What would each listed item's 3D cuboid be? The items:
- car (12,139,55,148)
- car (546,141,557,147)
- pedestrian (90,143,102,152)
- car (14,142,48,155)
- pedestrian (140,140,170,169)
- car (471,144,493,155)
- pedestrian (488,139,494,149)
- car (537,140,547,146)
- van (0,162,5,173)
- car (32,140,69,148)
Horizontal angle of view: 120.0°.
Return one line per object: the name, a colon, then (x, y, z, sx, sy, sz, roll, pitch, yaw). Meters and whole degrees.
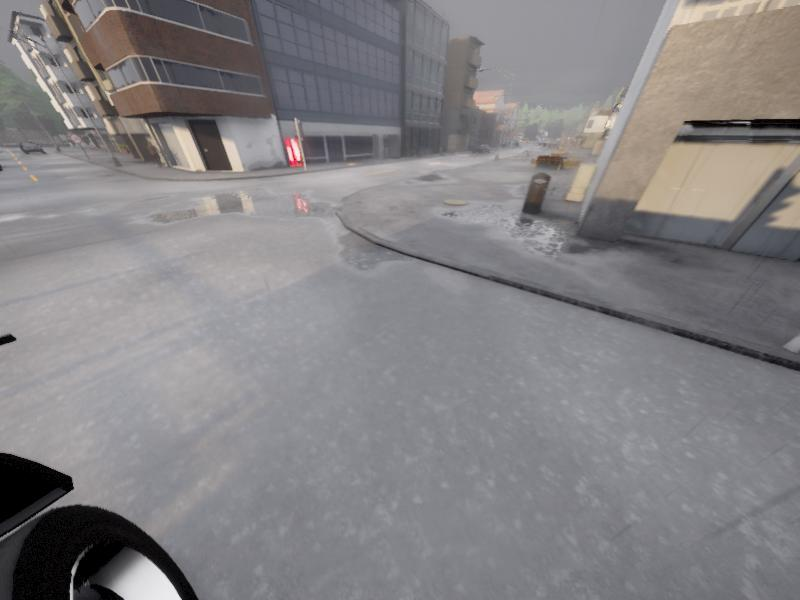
car: (-82.103, -35.182, 51.876, 1.812, 1.442, 4.674, 6, 35, 9)
car: (46.303, -47.649, 70.493, 1.801, 1.575, 5.366, 22, 41, 28)
pedestrian: (-48.314, -24.215, 36.715, 0.500, 1.100, 0.500, -12, 37, -17)
car: (-54.403, -22.425, 34.053, 5.357, 1.411, 2.033, 22, 41, 28)
pedestrian: (-18.894, -11.252, 17.857, 0.751, 1.860, 0.751, 22, 41, 28)
car: (13.450, -24.628, 37.821, 1.895, 1.301, 4.718, 22, 41, 28)
pedestrian: (20.931, -35.787, 52.995, 0.751, 1.860, 0.751, 24, 41, 30)
car: (48.584, -53.563, 78.846, 1.930, 1.638, 5.238, 22, 41, 28)
van: (-32.241, -11.039, 17.094, 5.915, 2.561, 1.988, 22, 41, 28)
car: (-78.204, -35.016, 51.736, 1.994, 1.385, 4.181, -1, 35, -1)
